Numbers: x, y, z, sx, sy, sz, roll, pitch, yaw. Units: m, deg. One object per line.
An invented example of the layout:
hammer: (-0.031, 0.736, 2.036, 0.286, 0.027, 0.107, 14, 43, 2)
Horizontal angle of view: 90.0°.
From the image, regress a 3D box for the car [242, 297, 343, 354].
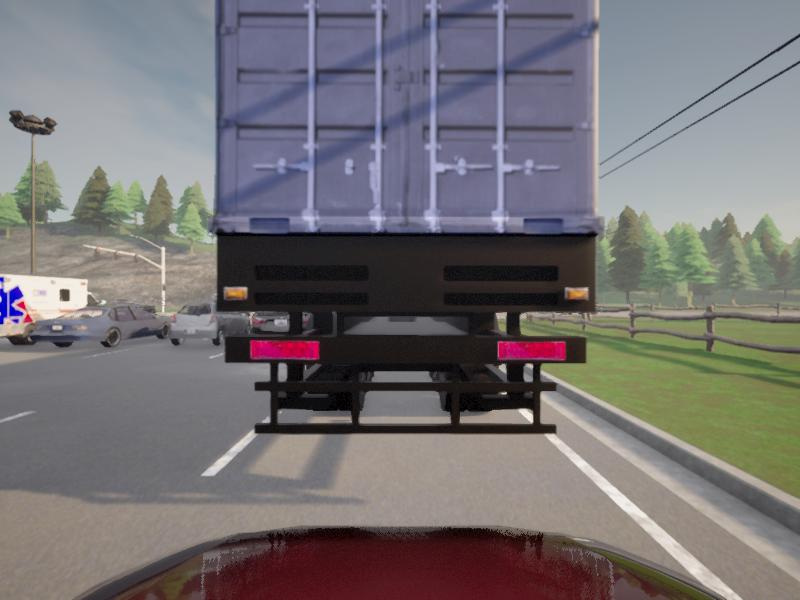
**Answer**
car: (-3.467, 0.754, 13.966, 2.242, 1.667, 4.611, 0, 0, 0)

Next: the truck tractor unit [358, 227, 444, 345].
truck tractor unit: (0.042, -0.500, 17.555, 3.053, 4.208, 6.516, 0, 0, 0)

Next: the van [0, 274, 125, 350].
van: (-13.960, 0.380, 15.433, 2.351, 2.431, 6.366, 0, 0, 0)

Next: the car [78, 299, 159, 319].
car: (-23.275, 0.776, 33.240, 5.238, 1.638, 1.930, 0, -2, -6)

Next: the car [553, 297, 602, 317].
car: (16.948, 0.651, 38.318, 3.866, 1.878, 1.905, 0, 0, 0)

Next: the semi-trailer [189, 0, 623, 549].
semi-trailer: (0.044, -0.620, 9.638, 2.717, 4.402, 14.254, 0, 0, 0)

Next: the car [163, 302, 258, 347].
car: (-6.961, 0.828, 15.140, 1.845, 1.501, 3.633, 0, 0, 0)

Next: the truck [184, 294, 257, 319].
truck: (-16.011, 0.548, 35.613, 6.274, 2.098, 2.390, 0, -1, 25)

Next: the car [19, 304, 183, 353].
car: (-10.460, 0.897, 14.723, 2.033, 1.411, 5.357, 0, 0, 0)
